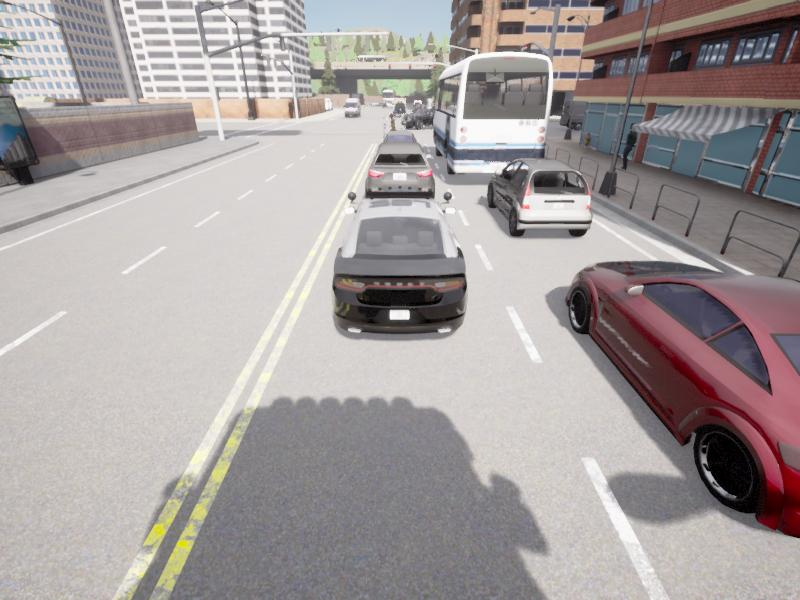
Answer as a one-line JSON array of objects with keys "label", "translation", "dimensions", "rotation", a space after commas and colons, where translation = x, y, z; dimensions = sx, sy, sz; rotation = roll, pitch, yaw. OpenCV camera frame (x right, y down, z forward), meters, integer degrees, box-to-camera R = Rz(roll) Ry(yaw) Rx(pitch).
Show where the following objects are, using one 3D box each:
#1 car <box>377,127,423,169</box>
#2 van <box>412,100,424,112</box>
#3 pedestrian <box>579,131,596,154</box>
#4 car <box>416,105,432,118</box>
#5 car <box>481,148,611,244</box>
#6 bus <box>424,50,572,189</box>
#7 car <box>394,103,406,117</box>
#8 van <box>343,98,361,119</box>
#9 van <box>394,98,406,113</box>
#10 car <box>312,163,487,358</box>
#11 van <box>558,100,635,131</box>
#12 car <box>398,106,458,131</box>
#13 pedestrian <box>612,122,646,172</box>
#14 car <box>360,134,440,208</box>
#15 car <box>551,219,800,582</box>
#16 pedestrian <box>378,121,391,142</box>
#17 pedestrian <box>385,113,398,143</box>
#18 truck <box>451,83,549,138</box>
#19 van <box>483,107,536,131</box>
[{"label": "car", "translation": [0.002, -7.809, 20.312], "dimensions": [2.033, 1.411, 5.357], "rotation": [0, 27, 0]}, {"label": "van", "translation": [3.497, -38.520, 79.443], "dimensions": [2.069, 2.038, 4.480], "rotation": [0, 27, 0]}, {"label": "pedestrian", "translation": [10.135, -8.497, 21.623], "dimensions": [0.500, 1.100, 0.500], "rotation": [1, 27, 2]}, {"label": "car", "translation": [3.511, -28.192, 59.762], "dimensions": [2.033, 1.649, 4.856], "rotation": [0, 27, 0]}, {"label": "car", "translation": [3.503, -2.906, 10.526], "dimensions": [1.851, 1.617, 3.988], "rotation": [0, 27, 0]}, {"label": "bus", "translation": [3.380, -8.233, 18.009], "dimensions": [3.944, 4.253, 10.273], "rotation": [0, 27, 0]}, {"label": "car", "translation": [-0.002, -29.403, 61.837], "dimensions": [1.905, 1.878, 3.866], "rotation": [0, 27, 0]}, {"label": "van", "translation": [-7.006, -28.414, 59.201], "dimensions": [1.988, 2.561, 5.915], "rotation": [0, 27, 0]}, {"label": "van", "translation": [-0.001, -38.275, 78.525], "dimensions": [2.351, 2.431, 6.366], "rotation": [0, 27, 0]}, {"label": "car", "translation": [-0.002, -1.179, 7.124], "dimensions": [1.930, 1.638, 5.238], "rotation": [0, 27, 0]}, {"label": "van", "translation": [18.499, -17.531, 37.996], "dimensions": [5.915, 2.561, 1.988], "rotation": [0, 27, 0]}, {"label": "car", "translation": [2.765, -17.704, 38.875], "dimensions": [5.566, 2.045, 2.150], "rotation": [-16, 31, -29]}, {"label": "pedestrian", "translation": [9.428, -6.314, 16.501], "dimensions": [0.751, 1.860, 0.751], "rotation": [10, 29, 19]}, {"label": "car", "translation": [0.001, -4.563, 13.684], "dimensions": [2.242, 1.667, 4.611], "rotation": [0, 27, 0]}, {"label": "car", "translation": [3.521, 0.389, 4.367], "dimensions": [1.994, 1.385, 4.181], "rotation": [-1, 27, -2]}, {"label": "pedestrian", "translation": [-1.127, -12.179, 28.874], "dimensions": [0.751, 1.300, 0.751], "rotation": [-5, 28, -11]}, {"label": "pedestrian", "translation": [-0.604, -12.130, 28.167], "dimensions": [0.751, 1.860, 0.751], "rotation": [4, 27, 8]}, {"label": "truck", "translation": [8.455, -16.079, 33.761], "dimensions": [8.468, 3.827, 2.891], "rotation": [-19, 33, -33]}, {"label": "van", "translation": [10.385, -17.343, 38.237], "dimensions": [4.442, 1.987, 1.775], "rotation": [0, 27, 0]}]
